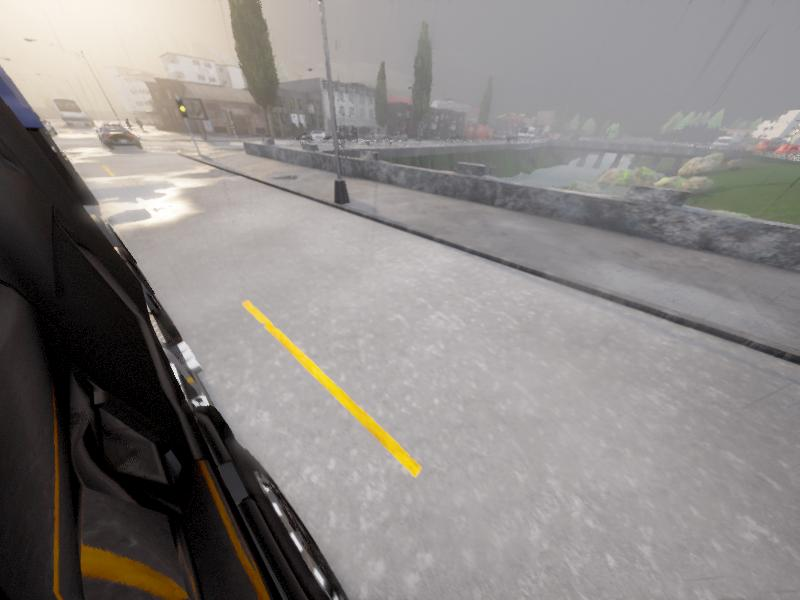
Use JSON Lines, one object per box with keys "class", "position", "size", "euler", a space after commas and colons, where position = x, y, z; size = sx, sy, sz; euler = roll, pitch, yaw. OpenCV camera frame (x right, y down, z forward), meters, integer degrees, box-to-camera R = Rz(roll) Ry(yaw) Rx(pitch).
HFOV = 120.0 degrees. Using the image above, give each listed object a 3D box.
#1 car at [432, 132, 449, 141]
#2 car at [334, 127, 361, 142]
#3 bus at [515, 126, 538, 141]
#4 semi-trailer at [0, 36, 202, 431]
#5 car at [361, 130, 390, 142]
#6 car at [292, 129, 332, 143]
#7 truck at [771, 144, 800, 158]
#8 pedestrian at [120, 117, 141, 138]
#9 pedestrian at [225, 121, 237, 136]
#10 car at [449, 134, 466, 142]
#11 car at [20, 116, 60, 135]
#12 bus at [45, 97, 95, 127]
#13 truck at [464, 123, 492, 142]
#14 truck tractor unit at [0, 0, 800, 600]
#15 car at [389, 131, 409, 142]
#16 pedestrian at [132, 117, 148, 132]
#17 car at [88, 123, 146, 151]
{"class": "car", "position": [9.819, -39.424, 55.803], "size": [1.851, 1.617, 3.988], "euler": [28, 44, 30]}
{"class": "car", "position": [-8.553, -27.118, 37.909], "size": [1.905, 1.878, 3.866], "euler": [28, 44, 30]}
{"class": "bus", "position": [47.555, -62.339, 86.684], "size": [3.944, 4.253, 10.273], "euler": [28, 44, 30]}
{"class": "semi-trailer", "position": [-8.750, -3.562, 4.186], "size": [14.254, 4.402, 2.717], "euler": [27, 43, 29]}
{"class": "car", "position": [-4.365, -29.846, 42.056], "size": [2.152, 1.651, 5.027], "euler": [28, 44, 30]}
{"class": "car", "position": [-12.740, -24.127, 33.937], "size": [2.038, 1.542, 4.974], "euler": [29, 44, 30]}
{"class": "truck", "position": [94.804, -36.439, 56.401], "size": [2.627, 2.467, 5.204], "euler": [28, 44, 30]}
{"class": "pedestrian", "position": [-30.126, -19.291, 25.856], "size": [0.751, 1.860, 0.751], "euler": [-26, 45, -33]}
{"class": "pedestrian", "position": [-27.113, -27.487, 37.058], "size": [0.751, 1.860, 0.751], "euler": [-3, 37, -8]}
{"class": "car", "position": [13.537, -38.185, 54.486], "size": [1.816, 1.474, 4.193], "euler": [28, 44, 30]}
{"class": "car", "position": [-42.058, -20.406, 27.044], "size": [3.988, 1.617, 1.851], "euler": [28, 43, 30]}
{"class": "bus", "position": [-66.328, -37.633, 46.410], "size": [10.273, 4.253, 3.944], "euler": [28, 44, 30]}
{"class": "truck", "position": [20.327, -43.678, 60.305], "size": [2.891, 3.827, 8.468], "euler": [28, 44, 30]}
{"class": "truck tractor unit", "position": [-2.645, -0.295, 0.351], "size": [6.516, 4.208, 3.053], "euler": [28, 44, 30]}
{"class": "car", "position": [-0.243, -32.633, 46.065], "size": [1.851, 1.617, 3.988], "euler": [28, 44, 30]}
{"class": "pedestrian", "position": [-40.471, -27.320, 35.991], "size": [0.751, 1.860, 0.751], "euler": [25, 42, 27]}
{"class": "car", "position": [-22.937, -13.264, 18.726], "size": [4.974, 1.542, 2.038], "euler": [28, 44, 30]}
